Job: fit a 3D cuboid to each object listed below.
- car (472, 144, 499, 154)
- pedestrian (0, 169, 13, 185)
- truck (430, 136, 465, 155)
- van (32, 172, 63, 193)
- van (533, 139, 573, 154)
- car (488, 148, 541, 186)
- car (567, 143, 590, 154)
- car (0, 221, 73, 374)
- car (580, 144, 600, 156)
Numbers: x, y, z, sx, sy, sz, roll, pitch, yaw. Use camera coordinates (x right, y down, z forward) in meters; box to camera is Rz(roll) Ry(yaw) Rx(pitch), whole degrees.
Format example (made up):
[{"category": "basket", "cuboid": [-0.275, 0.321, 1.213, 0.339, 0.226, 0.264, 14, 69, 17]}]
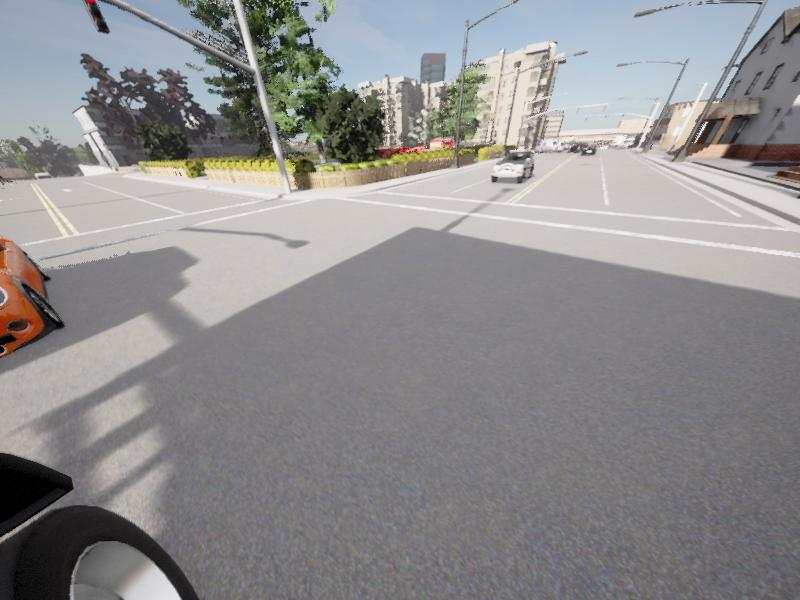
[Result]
[{"category": "car", "cuboid": [20.849, -36.954, 56.571, 5.566, 2.045, 2.150, 21, 40, 30]}, {"category": "pedestrian", "cuboid": [-46.689, -14.479, 26.952, 0.751, 1.860, 0.751, 23, 41, 33]}, {"category": "truck", "cuboid": [12.416, -40.862, 61.317, 8.468, 3.827, 2.891, 21, 40, 30]}, {"category": "van", "cuboid": [-68.408, -22.758, 44.967, 5.915, 2.561, 1.988, 9, 34, 36]}, {"category": "van", "cuboid": [32.953, -33.247, 49.936, 6.366, 2.431, 2.351, 2, 34, 7]}, {"category": "car", "cuboid": [7.981, -9.287, 15.958, 1.932, 1.855, 4.605, 20, 40, 30]}, {"category": "car", "cuboid": [34.978, -29.794, 45.341, 1.851, 1.617, 3.988, 3, 34, 8]}, {"category": "car", "cuboid": [-7.361, -0.242, 3.366, 4.553, 1.767, 2.097, 20, 40, 30]}, {"category": "car", "cuboid": [32.387, -25.604, 39.316, 2.038, 1.542, 4.974, 20, 39, 30]}]
